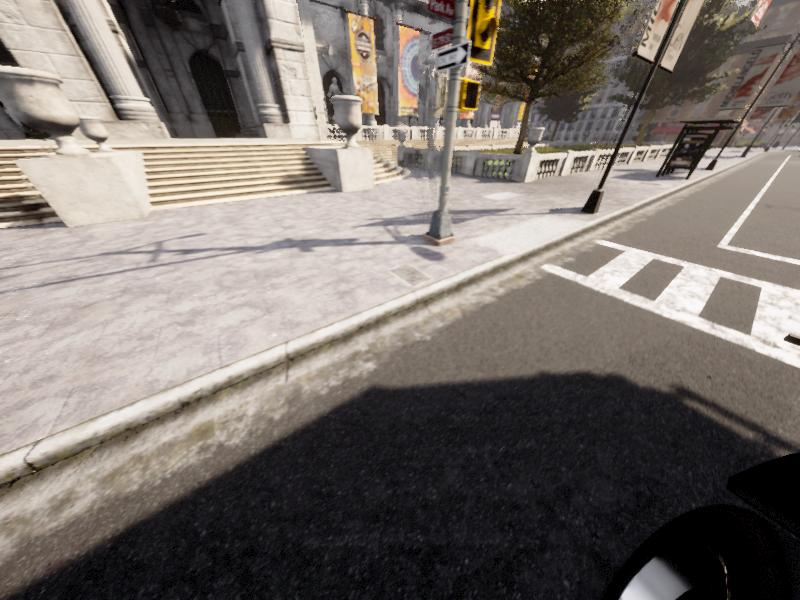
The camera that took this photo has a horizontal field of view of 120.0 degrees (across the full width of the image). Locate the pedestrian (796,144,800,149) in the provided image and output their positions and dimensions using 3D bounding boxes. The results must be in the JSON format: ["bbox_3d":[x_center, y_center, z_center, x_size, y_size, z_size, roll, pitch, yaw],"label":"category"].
[{"bbox_3d":[71.223,-27.522,40.489,0.751,1.860,0.751,-3,35,-4],"label":"pedestrian"}]
